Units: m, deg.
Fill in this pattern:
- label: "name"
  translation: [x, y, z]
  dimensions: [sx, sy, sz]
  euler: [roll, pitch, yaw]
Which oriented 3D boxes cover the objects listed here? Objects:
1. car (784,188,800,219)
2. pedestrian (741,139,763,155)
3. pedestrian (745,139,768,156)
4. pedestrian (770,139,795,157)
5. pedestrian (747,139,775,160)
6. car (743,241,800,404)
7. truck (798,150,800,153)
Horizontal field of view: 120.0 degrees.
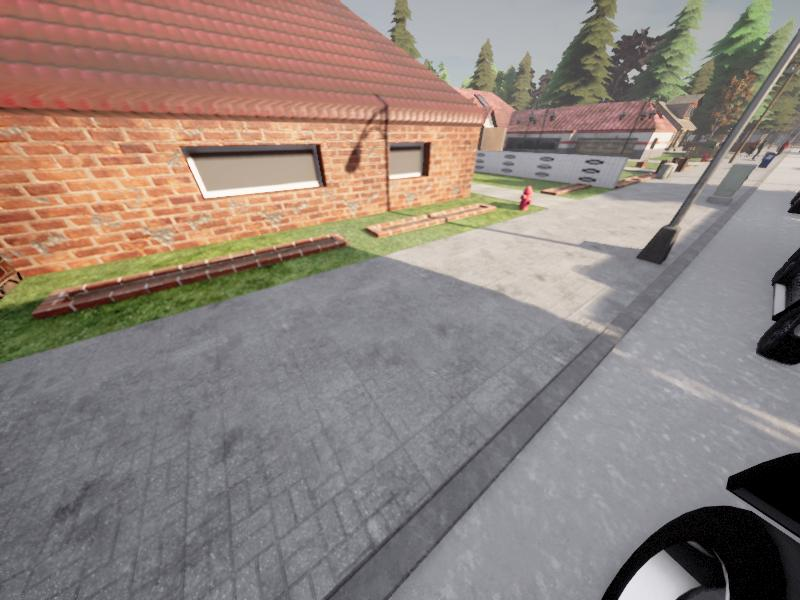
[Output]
- label: "car"
  translation: [15.454, -3.885, 7.716]
  dimensions: [3.866, 1.878, 1.905]
  euler: [-23, 41, -27]
- label: "pedestrian"
  translation: [47.238, -20.518, 30.987]
  dimensions: [0.751, 1.860, 0.751]
  euler: [-21, 40, -26]
- label: "pedestrian"
  translation: [45.771, -19.620, 29.719]
  dimensions: [0.751, 1.860, 0.751]
  euler: [-29, 44, -35]
- label: "pedestrian"
  translation: [46.845, -18.617, 28.288]
  dimensions: [0.751, 1.860, 0.751]
  euler: [-21, 40, -27]
- label: "pedestrian"
  translation: [39.028, -16.278, 25.007]
  dimensions: [0.751, 1.860, 0.751]
  euler: [26, 43, 32]
- label: "car"
  translation: [6.339, -0.125, 2.560]
  dimensions: [4.605, 1.855, 1.932]
  euler: [-20, 40, -29]
- label: "truck"
  translation: [66.627, -24.706, 36.848]
  dimensions: [6.274, 2.098, 2.390]
  euler: [-22, 41, -28]
